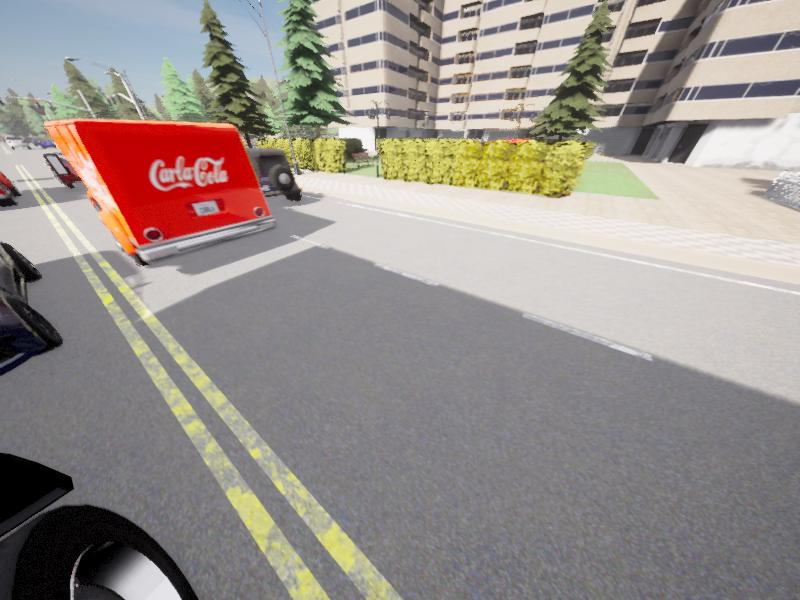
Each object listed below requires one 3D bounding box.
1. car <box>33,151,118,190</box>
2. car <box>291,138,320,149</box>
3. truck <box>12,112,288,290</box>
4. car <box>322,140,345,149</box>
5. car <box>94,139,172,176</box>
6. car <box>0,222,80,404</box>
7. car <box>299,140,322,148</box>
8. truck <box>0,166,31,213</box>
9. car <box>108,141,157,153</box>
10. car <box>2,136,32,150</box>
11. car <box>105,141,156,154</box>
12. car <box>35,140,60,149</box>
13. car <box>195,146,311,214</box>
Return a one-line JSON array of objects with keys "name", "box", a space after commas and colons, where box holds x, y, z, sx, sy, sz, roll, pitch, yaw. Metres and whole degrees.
[{"name": "car", "box": [-17.580, -7.127, 12.539, 3.633, 1.501, 1.845, 22, 41, 28]}, {"name": "car", "box": [-21.312, -35.667, 52.526, 2.150, 2.045, 5.566, 22, 41, 28]}, {"name": "truck", "box": [-5.727, -2.672, 5.505, 5.204, 2.467, 2.627, 22, 41, 28]}, {"name": "car", "box": [-15.588, -36.672, 54.339, 2.033, 1.649, 4.856, 22, 41, 28]}, {"name": "car", "box": [-19.818, -10.716, 17.159, 5.566, 2.045, 2.150, 22, 41, 28]}, {"name": "car", "box": [-6.305, -0.116, 2.569, 4.611, 1.667, 2.242, 22, 41, 28]}, {"name": "car", "box": [-22.036, -38.380, 56.802, 2.242, 1.667, 4.611, 22, 41, 28]}, {"name": "truck", "box": [-16.575, -4.639, 8.199, 5.204, 2.467, 2.627, 22, 41, 28]}, {"name": "car", "box": [-43.043, -24.715, 37.307, 2.163, 1.488, 4.792, 22, 41, 28]}, {"name": "car", "box": [-72.664, -29.824, 43.818, 5.566, 2.045, 2.150, 22, 41, 28]}, {"name": "car", "box": [-40.734, -23.125, 35.030, 2.007, 1.525, 4.514, 22, 41, 28]}, {"name": "car", "box": [-71.459, -31.556, 46.792, 4.514, 1.525, 2.007, 22, 41, 28]}, {"name": "car", "box": [-5.775, -4.923, 9.199, 3.866, 1.878, 1.905, 22, 41, 28]}]
